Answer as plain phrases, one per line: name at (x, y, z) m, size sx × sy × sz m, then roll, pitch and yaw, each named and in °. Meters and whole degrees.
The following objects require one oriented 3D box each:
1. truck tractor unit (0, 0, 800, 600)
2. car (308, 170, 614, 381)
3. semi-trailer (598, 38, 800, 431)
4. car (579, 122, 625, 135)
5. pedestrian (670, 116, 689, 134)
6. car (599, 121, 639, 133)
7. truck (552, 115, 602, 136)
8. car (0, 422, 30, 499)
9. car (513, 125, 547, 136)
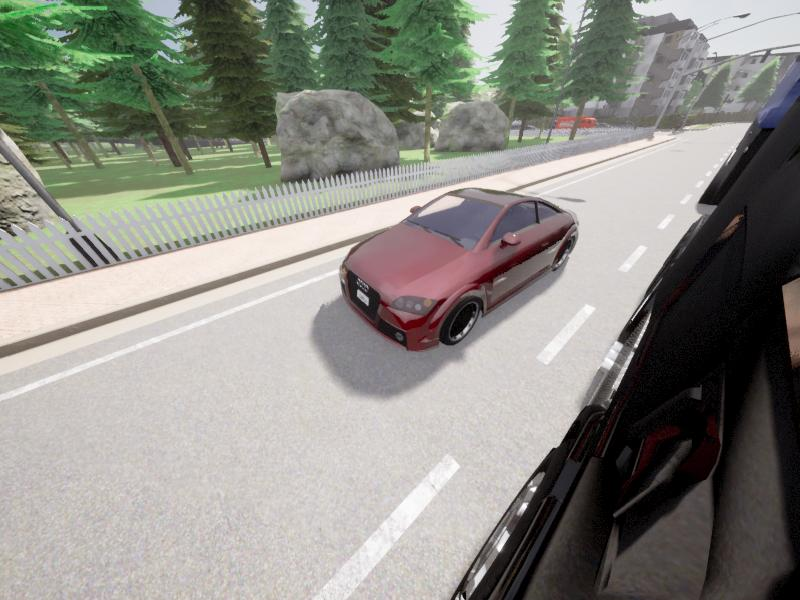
truck tractor unit at (2.645, -0.295, 0.351) m, size 6.516 × 4.208 × 3.053 m, roll -28°, pitch 44°, yaw -30°
car at (1.112, -0.950, 3.699) m, size 4.181 × 1.385 × 1.994 m, roll -26°, pitch 43°, yaw -28°
semi-trailer at (8.706, -3.603, 4.215) m, size 14.254 × 4.402 × 2.717 m, roll -28°, pitch 44°, yaw -30°
car at (31.963, -27.228, 36.725) m, size 2.128 × 1.511 × 4.902 m, roll -26°, pitch 43°, yaw -28°
pedestrian at (38.313, -24.008, 31.693) m, size 0.751 × 1.860 × 0.751 m, roll -25°, pitch 42°, yaw -26°
car at (37.663, -29.844, 39.846) m, size 2.007 × 1.525 × 4.514 m, roll -26°, pitch 43°, yaw -28°
truck at (27.676, -27.361, 36.374) m, size 2.627 × 2.467 × 5.204 m, roll -26°, pitch 43°, yaw -28°
car at (-4.471, 1.840, 0.128) m, size 3.988 × 1.617 × 1.851 m, roll -27°, pitch 43°, yaw -29°
car at (23.189, -30.320, 41.422) m, size 1.837 × 1.490 × 4.892 m, roll -26°, pitch 43°, yaw -28°
